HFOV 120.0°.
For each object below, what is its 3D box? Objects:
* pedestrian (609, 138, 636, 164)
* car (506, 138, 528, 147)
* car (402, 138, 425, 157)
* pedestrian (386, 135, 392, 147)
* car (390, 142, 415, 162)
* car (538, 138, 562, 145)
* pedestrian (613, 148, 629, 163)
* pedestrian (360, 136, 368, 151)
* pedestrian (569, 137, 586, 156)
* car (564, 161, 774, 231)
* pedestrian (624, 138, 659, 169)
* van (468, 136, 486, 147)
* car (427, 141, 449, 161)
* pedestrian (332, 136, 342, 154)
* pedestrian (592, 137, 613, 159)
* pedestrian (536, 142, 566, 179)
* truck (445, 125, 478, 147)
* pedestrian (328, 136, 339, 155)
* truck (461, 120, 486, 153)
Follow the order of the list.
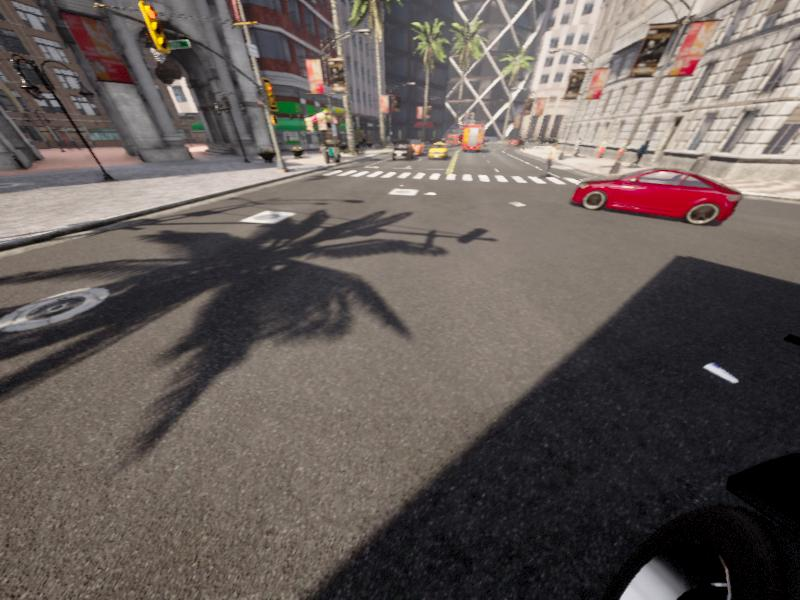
[{"bbox_3d":[19.071,-12.793,19.827,0.751,1.860,0.751,10,37,14],"label":"pedestrian"},{"bbox_3d":[25.732,-34.563,50.642,5.027,1.651,2.152,-30,45,-35],"label":"car"},{"bbox_3d":[1.738,-19.371,29.255,2.097,1.767,4.553,8,36,10],"label":"car"},{"bbox_3d":[-2.109,-29.784,43.363,0.751,1.860,0.751,15,38,20],"label":"pedestrian"},{"bbox_3d":[0.312,-15.623,24.242,1.789,1.549,3.705,7,36,10],"label":"car"},{"bbox_3d":[38.792,-40.966,59.715,4.892,1.490,1.837,-7,36,-9],"label":"car"},{"bbox_3d":[20.068,-13.179,21.020,0.500,1.100,0.500,5,36,7],"label":"pedestrian"},{"bbox_3d":[-5.427,-23.713,34.903,0.751,1.860,0.751,8,36,11],"label":"pedestrian"},{"bbox_3d":[20.643,-17.884,26.916,0.751,1.860,0.751,8,36,10],"label":"pedestrian"},{"bbox_3d":[8.506,-3.774,7.957,4.181,1.385,1.994,27,43,32],"label":"car"},{"bbox_3d":[17.502,-10.622,16.800,0.751,1.860,0.751,4,36,5],"label":"pedestrian"},{"bbox_3d":[17.117,-35.265,51.269,1.775,1.987,4.442,28,44,33],"label":"van"},{"bbox_3d":[4.298,-16.596,25.590,1.801,1.575,5.366,8,36,10],"label":"car"},{"bbox_3d":[-7.671,-18.885,28.178,0.751,1.860,0.751,7,36,10],"label":"pedestrian"},{"bbox_3d":[20.515,-15.399,23.457,0.751,1.860,0.751,8,36,11],"label":"pedestrian"},{"bbox_3d":[8.997,-8.351,13.862,0.751,1.860,0.751,5,36,7],"label":"pedestrian"},{"bbox_3d":[13.923,-37.021,52.121,2.891,3.827,8.468,27,44,32],"label":"truck"},{"bbox_3d":[-7.847,-18.358,27.444,0.751,1.860,0.751,8,36,11],"label":"pedestrian"},{"bbox_3d":[11.779,-26.337,37.251,2.891,3.827,8.468,8,37,11],"label":"truck"}]
